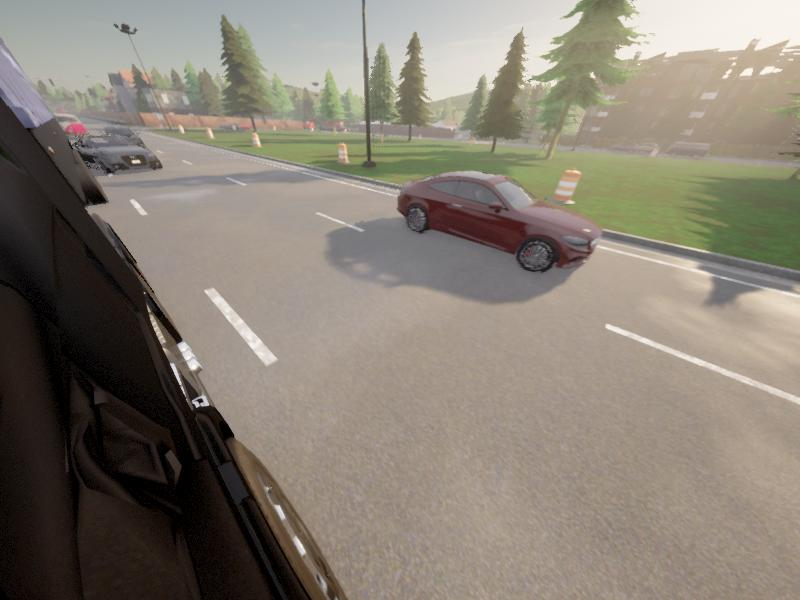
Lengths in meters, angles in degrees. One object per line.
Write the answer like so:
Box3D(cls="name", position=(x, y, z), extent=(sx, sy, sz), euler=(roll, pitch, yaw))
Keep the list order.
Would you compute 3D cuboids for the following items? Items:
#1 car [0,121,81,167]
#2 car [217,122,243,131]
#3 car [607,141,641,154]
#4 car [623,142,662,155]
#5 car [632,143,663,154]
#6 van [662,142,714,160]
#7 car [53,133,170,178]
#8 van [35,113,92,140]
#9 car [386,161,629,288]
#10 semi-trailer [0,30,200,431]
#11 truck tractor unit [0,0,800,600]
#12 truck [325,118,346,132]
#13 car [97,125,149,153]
Box3D(cls="car", position=(-19.630, -8.540, 12.478), extent=(5.027, 1.651, 2.152), euler=(29, 44, 30))
Box3D(cls="car", position=(-41.657, -42.574, 56.725), extent=(2.007, 1.525, 4.514), euler=(23, 41, 25))
Box3D(cls="car", position=(40.017, -27.290, 41.343), extent=(3.988, 1.617, 1.851), euler=(29, 44, 31))
Box3D(cls="car", position=(44.167, -27.805, 42.241), extent=(4.611, 1.667, 2.242), euler=(29, 44, 31))
Box3D(cls="car", position=(47.111, -28.916, 43.998), extent=(3.705, 1.549, 1.789), euler=(29, 44, 31))
Box3D(cls="van", position=(43.529, -22.729, 35.153), extent=(4.442, 1.987, 1.775), euler=(29, 44, 30))
Box3D(cls="car", position=(-13.590, -6.953, 10.955), extent=(4.181, 1.385, 1.994), euler=(19, 40, 21))
Box3D(cls="van", position=(-32.841, -17.075, 22.750), extent=(1.775, 1.987, 4.442), euler=(-23, 44, -30))
Box3D(cls="car", position=(1.987, -2.157, 5.463), extent=(4.674, 1.442, 1.812), euler=(29, 44, 31))
Box3D(cls="semi-trailer", position=(-8.637, -3.643, 4.292), extent=(14.254, 4.402, 2.717), euler=(29, 44, 30))
Box3D(cls="truck tractor unit", position=(-2.645, -0.295, 0.351), extent=(6.516, 4.208, 3.053), euler=(28, 44, 30))
Box3D(cls="truck", position=(-24.581, -66.593, 87.935), extent=(8.468, 3.827, 2.891), euler=(29, 44, 31))
Box3D(cls="car", position=(-20.740, -12.085, 17.256), extent=(4.892, 1.490, 1.837), euler=(31, 45, 33))
